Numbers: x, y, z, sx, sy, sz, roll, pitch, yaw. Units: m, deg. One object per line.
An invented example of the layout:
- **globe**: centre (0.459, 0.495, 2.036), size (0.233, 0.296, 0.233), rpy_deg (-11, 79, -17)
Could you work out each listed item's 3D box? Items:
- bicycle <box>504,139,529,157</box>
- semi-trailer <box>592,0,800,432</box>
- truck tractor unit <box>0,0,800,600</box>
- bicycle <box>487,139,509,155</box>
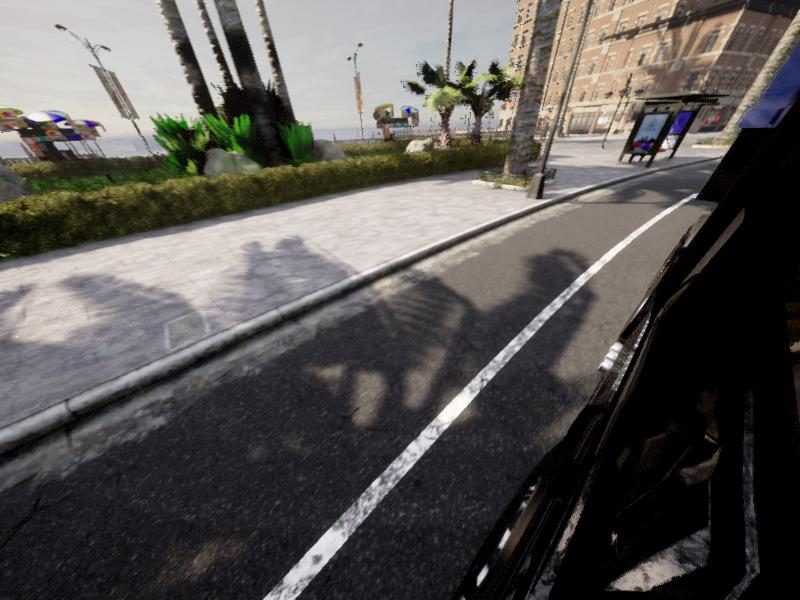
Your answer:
- **bicycle**: centre (8.816, -11.537, 17.516), size (1.643, 1.024, 0.373), rpy_deg (-15, 38, -16)
- **semi-trailer**: centre (9.060, -3.313, 3.862), size (14.254, 4.402, 2.717), rpy_deg (-24, 41, -26)
- **truck tractor unit**: centre (2.645, -0.295, 0.351), size (6.516, 4.208, 3.053), rpy_deg (-28, 44, -30)
- **bicycle**: centre (8.080, -12.636, 19.032), size (1.643, 1.024, 0.373), rpy_deg (-15, 38, -16)
